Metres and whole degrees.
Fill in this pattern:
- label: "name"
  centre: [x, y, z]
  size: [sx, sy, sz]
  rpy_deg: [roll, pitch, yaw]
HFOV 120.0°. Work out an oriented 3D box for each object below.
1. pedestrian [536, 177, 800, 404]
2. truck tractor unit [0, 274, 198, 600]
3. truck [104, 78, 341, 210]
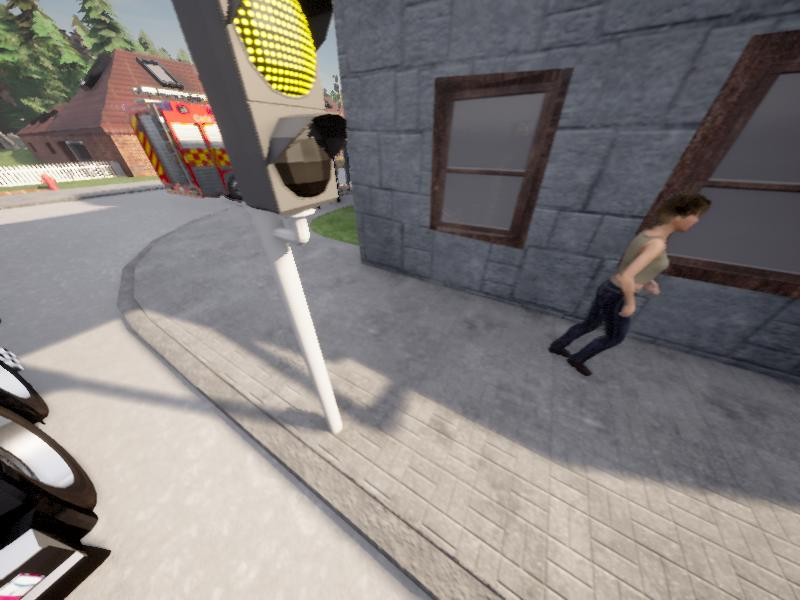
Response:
- label: "pedestrian"
  centre: [2.036, -0.032, 2.157]
  size: [0.751, 1.860, 0.751]
  rpy_deg: [19, 39, 25]
- label: "truck tractor unit"
  centre: [-5.135, -0.274, 0.765]
  size: [6.516, 4.208, 3.053]
  rpy_deg: [17, 39, 24]
- label: "truck"
  centre: [-7.129, -7.683, 11.709]
  size: [2.891, 3.827, 8.468]
  rpy_deg: [16, 38, 22]
